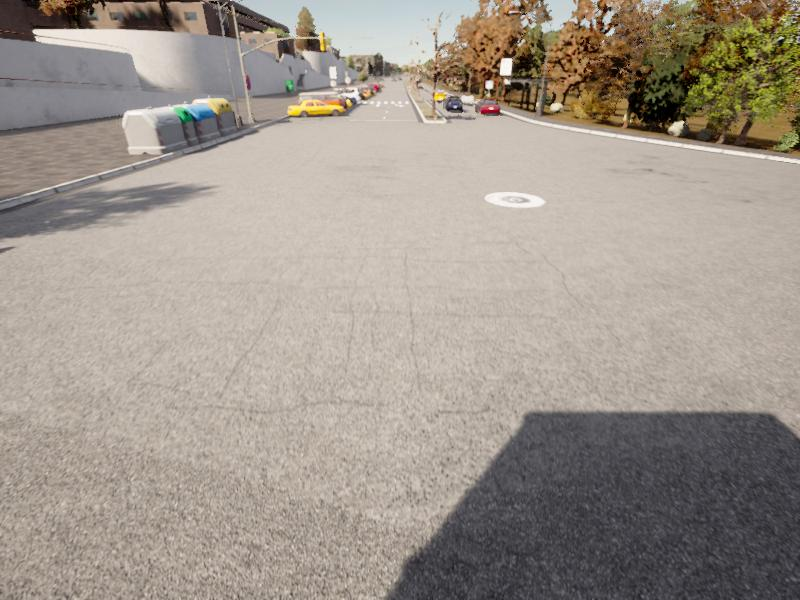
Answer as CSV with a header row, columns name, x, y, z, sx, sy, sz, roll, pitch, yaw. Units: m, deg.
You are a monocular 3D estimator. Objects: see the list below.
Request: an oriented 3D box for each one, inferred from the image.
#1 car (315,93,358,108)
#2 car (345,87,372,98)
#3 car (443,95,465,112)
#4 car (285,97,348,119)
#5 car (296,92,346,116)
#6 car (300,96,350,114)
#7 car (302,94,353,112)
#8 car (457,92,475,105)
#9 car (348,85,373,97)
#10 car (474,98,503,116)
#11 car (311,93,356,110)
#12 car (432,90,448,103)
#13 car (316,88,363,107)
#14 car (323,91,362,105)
name,x,y,z,sx,sy,sz,roll,pitch,yaw
car,-8.001,-25.238,50.517,5.008,1.535,2.097,-11,30,-17
car,-7.933,-39.752,76.579,4.553,1.767,2.185,-11,31,-17
car,5.897,-21.782,44.333,1.816,1.474,4.193,0,29,0
car,-7.840,-18.015,37.544,5.366,1.575,1.946,-11,30,-17
car,-7.903,-19.650,40.020,4.442,1.987,1.878,-11,30,-17
car,-8.031,-20.851,42.701,4.792,1.488,2.163,-11,31,-17
car,-8.176,-22.305,45.245,5.366,1.575,1.946,-11,31,-17
car,8.904,-27.206,54.025,1.845,1.501,3.633,0,29,0
car,-7.852,-41.303,79.181,4.442,1.987,1.878,-11,30,-17
car,8.894,-19.704,40.714,1.994,1.385,4.181,0,29,0
car,-7.992,-23.786,47.909,4.892,1.521,2.231,-11,31,-17
car,5.910,-30.571,60.104,1.882,1.535,5.008,0,29,0
car,-8.021,-26.897,52.987,5.566,2.045,2.435,-11,31,-17
car,-7.998,-28.131,55.735,4.892,1.521,2.231,-11,30,-17
